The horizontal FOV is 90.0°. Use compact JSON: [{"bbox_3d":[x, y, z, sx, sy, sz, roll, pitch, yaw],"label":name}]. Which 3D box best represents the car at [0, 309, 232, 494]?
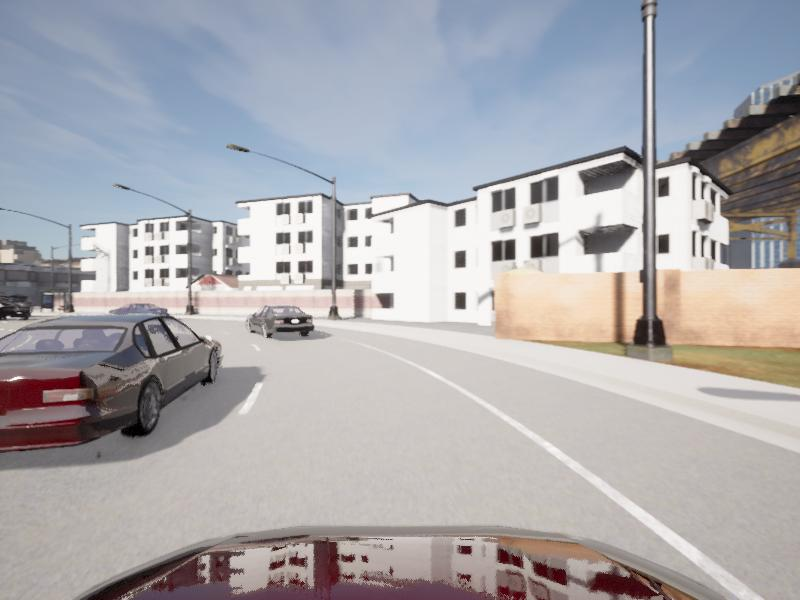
[{"bbox_3d":[-4.107,0.902,5.882,2.033,1.411,5.357,0,0,-12],"label":"car"}]

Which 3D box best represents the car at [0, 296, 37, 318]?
[{"bbox_3d":[-37.875,0.633,38.501,5.566,2.045,2.150,0,0,21],"label":"car"}]

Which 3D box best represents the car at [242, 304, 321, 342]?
[{"bbox_3d":[-5.558,0.908,18.184,2.033,1.411,5.357,0,0,-33],"label":"car"}]

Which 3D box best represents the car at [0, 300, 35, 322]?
[{"bbox_3d":[-32.221,0.826,32.400,5.238,1.638,1.930,0,0,23],"label":"car"}]

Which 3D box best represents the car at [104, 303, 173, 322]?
[{"bbox_3d":[-20.464,0.933,31.225,5.357,1.411,2.033,0,0,25],"label":"car"}]
